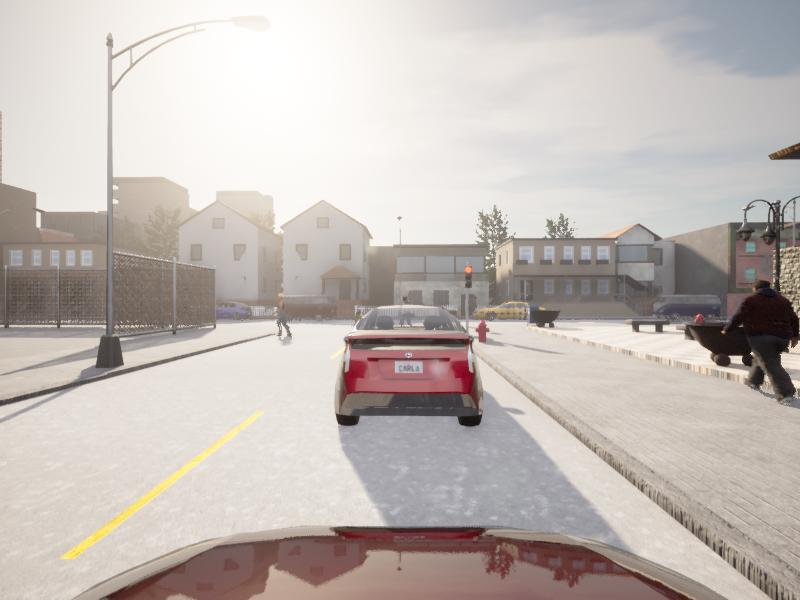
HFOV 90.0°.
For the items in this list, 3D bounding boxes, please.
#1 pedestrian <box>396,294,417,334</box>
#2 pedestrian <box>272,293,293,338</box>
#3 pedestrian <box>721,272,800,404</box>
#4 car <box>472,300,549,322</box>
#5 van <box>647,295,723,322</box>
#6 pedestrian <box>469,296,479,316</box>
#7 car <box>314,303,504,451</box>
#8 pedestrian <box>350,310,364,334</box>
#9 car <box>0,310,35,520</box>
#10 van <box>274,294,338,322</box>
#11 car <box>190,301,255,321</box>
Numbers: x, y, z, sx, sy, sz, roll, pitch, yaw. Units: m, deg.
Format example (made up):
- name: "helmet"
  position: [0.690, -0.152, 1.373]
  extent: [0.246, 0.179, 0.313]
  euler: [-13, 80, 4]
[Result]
- name: "pedestrian"
  position: [0.300, 0.637, 19.033]
  extent: [0.751, 1.860, 0.751]
  euler: [0, 0, -23]
- name: "pedestrian"
  position: [-4.921, 0.637, 16.776]
  extent: [0.751, 1.860, 0.751]
  euler: [0, 0, -9]
- name: "pedestrian"
  position: [5.479, 0.533, 5.992]
  extent: [0.751, 1.860, 0.751]
  euler: [0, 0, 6]
- name: "car"
  position: [8.346, 0.802, 30.448]
  extent: [5.366, 1.575, 1.801]
  euler: [0, 0, 1]
- name: "van"
  position: [21.403, 0.599, 30.154]
  extent: [4.442, 1.987, 1.775]
  euler: [0, 0, 1]
- name: "pedestrian"
  position: [6.701, 0.533, 36.426]
  extent: [0.751, 1.860, 0.751]
  euler: [0, 0, -3]
- name: "car"
  position: [0.137, 0.828, 6.489]
  extent: [2.007, 1.525, 4.514]
  euler: [0, 0, 1]
- name: "pedestrian"
  position: [-1.990, 1.017, 18.590]
  extent: [0.500, 1.100, 0.500]
  euler: [0, 0, -32]
- name: "car"
  position: [-4.006, 0.836, 0.742]
  extent: [2.128, 1.511, 4.902]
  euler: [0, 0, 1]
- name: "van"
  position: [-7.083, 0.597, 30.327]
  extent: [4.442, 1.987, 1.775]
  euler: [0, 0, 17]
- name: "car"
  position: [-13.624, 0.854, 30.820]
  extent: [4.193, 1.474, 1.816]
  euler: [0, 0, 3]
